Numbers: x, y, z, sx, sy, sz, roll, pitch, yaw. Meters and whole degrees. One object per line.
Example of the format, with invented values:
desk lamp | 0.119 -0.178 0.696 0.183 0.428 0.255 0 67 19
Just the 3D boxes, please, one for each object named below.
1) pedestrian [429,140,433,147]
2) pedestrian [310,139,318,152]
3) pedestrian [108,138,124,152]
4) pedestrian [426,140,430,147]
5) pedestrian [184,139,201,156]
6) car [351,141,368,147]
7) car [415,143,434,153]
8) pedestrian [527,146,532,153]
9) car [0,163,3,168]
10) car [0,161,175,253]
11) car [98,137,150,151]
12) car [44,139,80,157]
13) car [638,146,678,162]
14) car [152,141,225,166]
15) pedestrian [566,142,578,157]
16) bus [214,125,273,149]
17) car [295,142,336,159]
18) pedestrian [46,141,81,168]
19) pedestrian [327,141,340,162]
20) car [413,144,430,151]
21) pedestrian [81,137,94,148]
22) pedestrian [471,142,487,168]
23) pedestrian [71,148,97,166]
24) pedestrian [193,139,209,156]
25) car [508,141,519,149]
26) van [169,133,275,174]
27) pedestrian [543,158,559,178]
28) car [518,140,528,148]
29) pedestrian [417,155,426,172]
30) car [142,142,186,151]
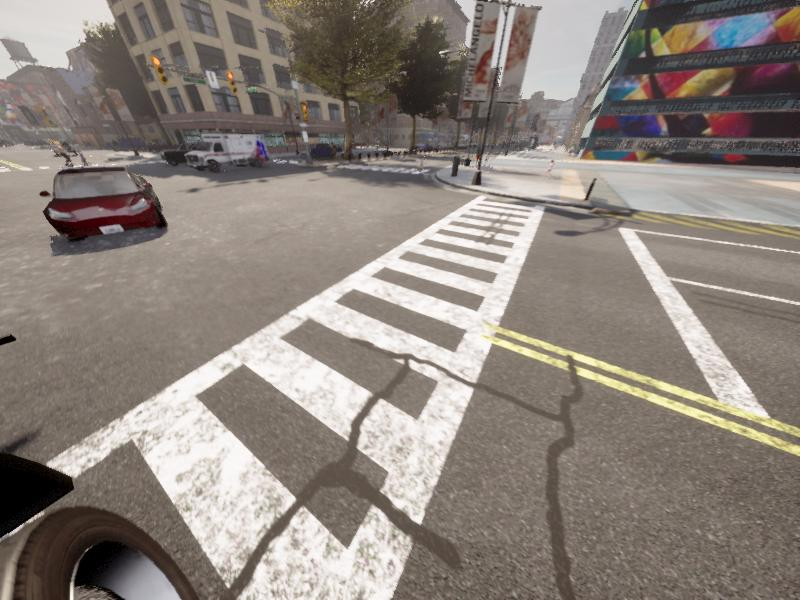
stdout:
pedestrian | 9.436 -47.577 70.120 0.751 1.860 0.751 18 39 24
pedestrian | -15.040 -26.989 40.379 0.751 1.860 0.751 23 41 28
pedestrian | -47.067 -25.655 38.311 0.751 1.860 0.751 18 39 24
pedestrian | 8.609 -47.801 70.429 0.751 1.860 0.751 12 37 16
pedestrian | -26.975 -19.870 30.049 0.751 1.860 0.751 10 36 13
car | -12.308 -47.514 70.331 5.008 1.535 1.882 18 39 24
car | 5.018 -30.984 47.024 1.812 1.442 4.674 19 39 25
pedestrian | 24.786 -28.800 44.159 0.500 1.100 0.500 22 40 28
car | -35.944 -11.963 19.367 4.181 1.385 1.994 19 39 25
car | -8.845 -3.140 7.025 2.163 1.488 4.792 -27 43 -33
car | -50.495 -28.665 42.449 2.150 2.045 5.566 23 41 28
car | -44.383 -20.054 30.371 4.605 1.855 1.932 26 42 31
car | 33.346 -19.037 30.066 2.128 1.511 4.902 19 39 24
car | -19.924 -14.060 22.133 4.605 1.855 1.932 -17 39 -23
pedestrian | 26.338 -23.091 35.361 0.751 1.860 0.751 12 37 16
bus | -36.749 -38.759 55.129 3.944 4.253 10.273 19 39 24
car | -11.008 -19.715 30.405 2.097 1.767 4.553 19 39 25
pedestrian | -28.069 -12.169 19.296 0.751 1.860 0.751 18 39 23
pedestrian | -6.846 -15.322 23.831 0.751 1.860 0.751 21 40 27
car | 4.904 -34.735 52.512 1.895 1.301 4.718 19 39 24
pedestrian | -63.983 -32.296 47.309 0.751 1.860 0.751 18 38 23
pedestrian | 7.000 -12.817 20.423 0.751 1.860 0.751 27 43 33
pedestrian | -28.145 -12.717 20.566 0.751 1.300 0.751 20 39 25
pedestrian | -26.136 -20.052 30.320 0.751 1.860 0.751 17 38 22
car | 32.889 -44.965 66.996 1.932 1.855 4.605 19 39 25
van | -14.007 -12.168 19.029 2.351 2.431 6.366 12 36 16
pedestrian | 9.928 -8.674 15.206 0.500 1.100 0.500 23 41 29
car | 43.370 -55.076 81.440 2.150 2.045 5.566 19 39 25
pedestrian | 1.786 -11.272 19.074 0.500 1.100 0.500 16 38 21
car | -45.115 -29.511 44.296 2.033 1.411 5.357 19 39 25
